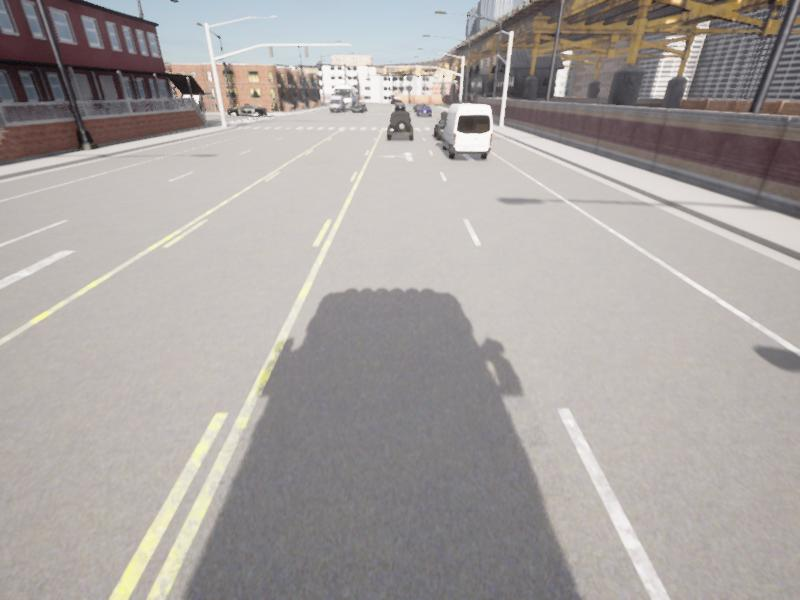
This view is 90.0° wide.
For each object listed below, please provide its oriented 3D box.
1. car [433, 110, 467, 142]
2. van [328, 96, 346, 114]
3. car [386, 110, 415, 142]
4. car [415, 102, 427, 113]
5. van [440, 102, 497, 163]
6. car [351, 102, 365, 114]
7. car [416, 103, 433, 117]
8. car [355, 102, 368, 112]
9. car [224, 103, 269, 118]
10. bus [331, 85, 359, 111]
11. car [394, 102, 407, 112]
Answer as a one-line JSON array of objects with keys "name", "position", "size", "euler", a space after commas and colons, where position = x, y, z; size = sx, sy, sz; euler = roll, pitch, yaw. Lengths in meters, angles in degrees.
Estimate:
[{"name": "car", "position": [3.531, -12.684, 29.059], "size": [1.905, 1.878, 3.866], "euler": [0, 27, 0]}, {"name": "van", "position": [-10.435, -32.514, 66.481], "size": [1.988, 2.561, 5.915], "euler": [0, 27, 0]}, {"name": "car", "position": [0.031, -12.649, 28.954], "size": [1.905, 1.878, 3.866], "euler": [0, 27, 0]}, {"name": "car", "position": [3.569, -33.578, 69.826], "size": [1.882, 1.535, 5.008], "euler": [0, 27, 0]}, {"name": "van", "position": [3.529, -9.295, 21.807], "size": [1.988, 2.561, 5.915], "euler": [0, 27, 0]}, {"name": "car", "position": [-6.937, -31.622, 65.940], "size": [1.851, 1.617, 3.988], "euler": [0, 27, 0]}, {"name": "car", "position": [3.555, -28.235, 59.410], "size": [2.152, 1.651, 5.027], "euler": [0, 27, 0]}, {"name": "car", "position": [-6.927, -34.999, 72.515], "size": [1.816, 1.474, 4.193], "euler": [0, 27, 0]}, {"name": "car", "position": [-20.634, -25.555, 53.944], "size": [5.238, 1.638, 1.930], "euler": [1, 27, 2]}, {"name": "bus", "position": [-10.296, -38.699, 76.609], "size": [3.944, 4.253, 10.273], "euler": [0, 27, 0]}, {"name": "car", "position": [0.072, -35.197, 72.982], "size": [2.163, 1.488, 4.792], "euler": [0, 27, 0]}]
